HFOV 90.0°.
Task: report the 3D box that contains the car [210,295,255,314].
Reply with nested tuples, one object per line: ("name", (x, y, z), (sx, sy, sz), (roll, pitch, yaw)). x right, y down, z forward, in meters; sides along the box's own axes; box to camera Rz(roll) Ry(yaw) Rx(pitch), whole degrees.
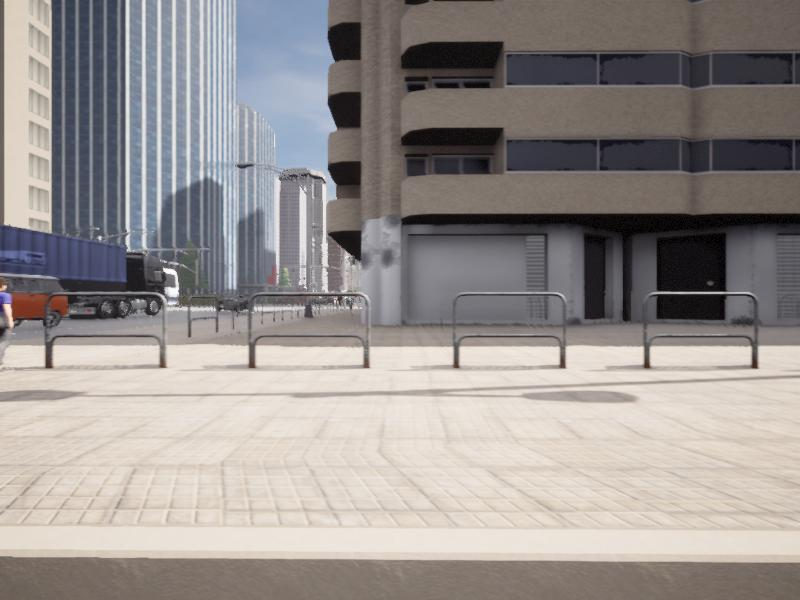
("car", (-13.823, 0.331, 33.357), (1.812, 1.442, 4.674), (0, 0, 0))

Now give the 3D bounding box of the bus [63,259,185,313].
("bus", (-24.208, -1.067, 36.173), (3.944, 4.253, 10.273), (0, 0, 0))

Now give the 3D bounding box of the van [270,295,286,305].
("van", (-24.400, 0.065, 80.226), (1.775, 1.987, 4.442), (0, 0, 0))

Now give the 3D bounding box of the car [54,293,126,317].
("car", (-20.808, 0.317, 27.079), (1.970, 1.475, 3.806), (0, 0, 0))

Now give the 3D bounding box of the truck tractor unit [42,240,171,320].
("truck tractor unit", (-17.301, -1.061, 24.314), (3.053, 4.208, 6.516), (0, 1, 0))

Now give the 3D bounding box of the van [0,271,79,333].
("van", (-13.793, 0.061, 13.852), (1.775, 1.987, 4.442), (0, 0, 0))

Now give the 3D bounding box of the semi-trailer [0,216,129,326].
("semi-trailer", (-17.283, -1.153, 16.405), (2.717, 4.402, 14.254), (0, 0, 0))

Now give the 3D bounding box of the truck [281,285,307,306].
("truck", (-20.905, -0.857, 79.558), (2.891, 3.827, 8.468), (0, 0, 0))

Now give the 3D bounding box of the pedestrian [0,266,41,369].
("pedestrian", (-5.440, 0.222, 5.317), (0.751, 1.300, 0.751), (0, 0, -16))
